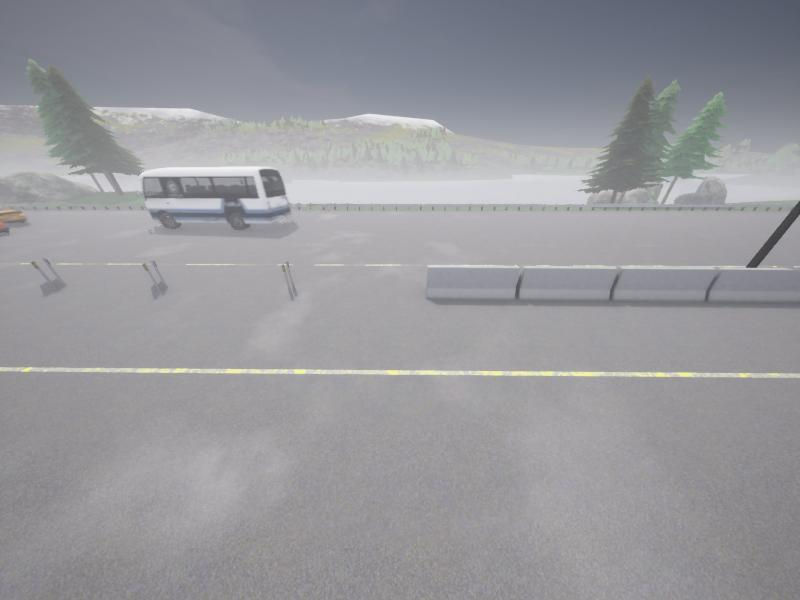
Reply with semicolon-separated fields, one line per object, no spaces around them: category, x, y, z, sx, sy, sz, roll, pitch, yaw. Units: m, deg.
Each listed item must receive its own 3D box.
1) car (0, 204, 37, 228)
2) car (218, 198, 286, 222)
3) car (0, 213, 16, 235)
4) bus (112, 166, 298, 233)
car;-34.482;-6.971;19.141;5.008;1.535;1.882;1;30;0
car;-13.670;-8.461;21.593;4.611;1.667;2.242;4;30;6
car;-31.121;-5.314;16.016;4.553;1.767;2.097;0;30;0
bus;-14.352;-7.929;18.077;10.273;4.253;3.944;2;29;5
